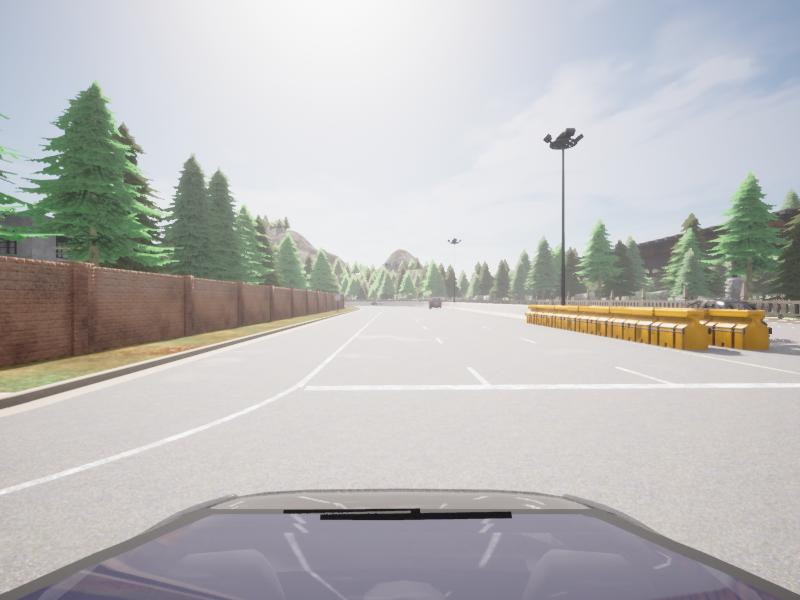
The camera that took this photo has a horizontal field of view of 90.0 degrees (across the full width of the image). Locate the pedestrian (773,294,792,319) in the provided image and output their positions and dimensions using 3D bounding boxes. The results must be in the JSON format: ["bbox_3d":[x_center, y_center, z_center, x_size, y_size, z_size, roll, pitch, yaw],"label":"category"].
[{"bbox_3d":[29.085,0.485,30.437,0.751,1.860,0.751,0,0,-1],"label":"pedestrian"}]

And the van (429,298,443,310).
[{"bbox_3d":[6.006,0.596,67.868,1.775,1.987,4.442,0,0,-3],"label":"van"}]

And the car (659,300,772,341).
[{"bbox_3d":[13.747,0.788,17.764,1.851,1.617,3.988,0,0,-1],"label":"car"}]
